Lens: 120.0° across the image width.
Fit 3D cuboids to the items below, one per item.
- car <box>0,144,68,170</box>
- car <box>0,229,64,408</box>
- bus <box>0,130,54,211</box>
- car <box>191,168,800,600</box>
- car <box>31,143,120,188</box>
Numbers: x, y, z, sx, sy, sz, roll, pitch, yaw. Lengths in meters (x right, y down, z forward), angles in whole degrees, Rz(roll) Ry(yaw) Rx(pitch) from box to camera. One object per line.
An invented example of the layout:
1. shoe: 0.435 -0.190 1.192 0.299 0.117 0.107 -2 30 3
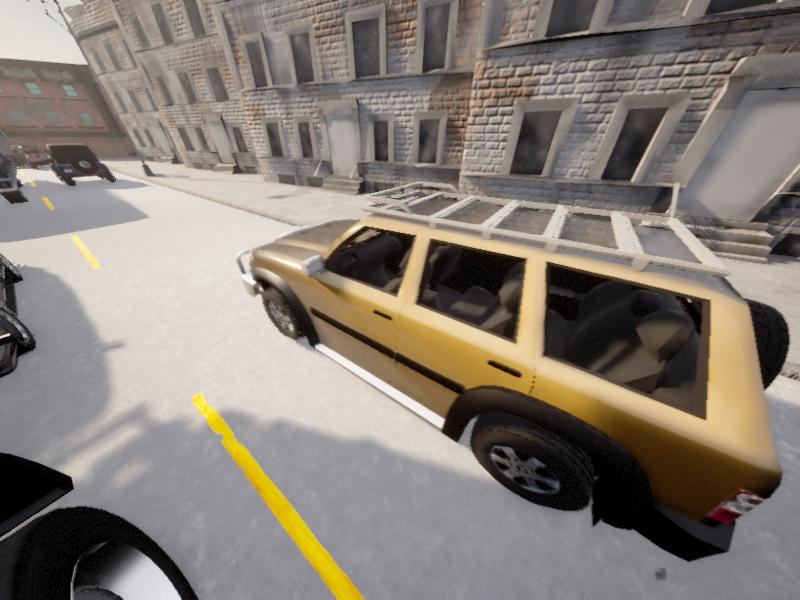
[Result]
1. car: -30.624 -11.753 18.955 3.988 1.617 1.851 8 36 11
2. car: -6.592 -0.097 2.791 5.357 1.411 2.033 22 41 28
3. bus: -18.780 -6.275 8.982 10.273 4.253 3.944 23 41 29
4. car: 0.277 -0.160 2.505 4.605 1.855 1.932 21 40 28
5. car: -18.339 -7.737 13.104 3.866 1.878 1.905 22 41 28
